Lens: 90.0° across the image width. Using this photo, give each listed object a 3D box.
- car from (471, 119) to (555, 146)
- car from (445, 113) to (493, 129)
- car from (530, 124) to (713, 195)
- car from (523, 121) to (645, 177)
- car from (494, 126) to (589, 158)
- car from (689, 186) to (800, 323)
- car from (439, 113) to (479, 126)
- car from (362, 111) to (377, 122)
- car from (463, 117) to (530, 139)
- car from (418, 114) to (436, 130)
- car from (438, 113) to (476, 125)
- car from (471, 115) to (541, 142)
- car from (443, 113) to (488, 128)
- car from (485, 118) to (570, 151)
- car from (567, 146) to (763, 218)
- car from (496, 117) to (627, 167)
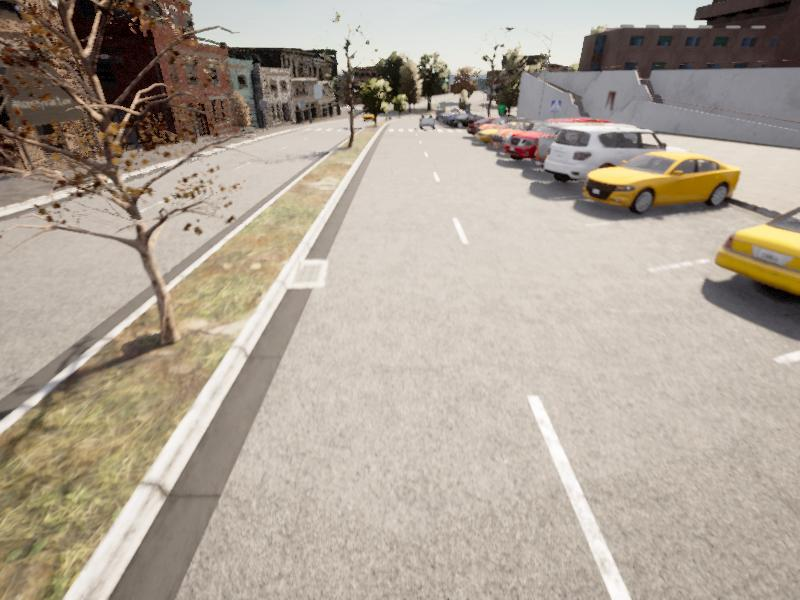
[{"bbox_3d":[7.903,-11.807,28.201,5.366,1.575,1.946,-8,28,-18],"label":"car"},{"bbox_3d":[8.084,-20.997,46.967,5.008,1.535,2.097,-8,27,-18],"label":"car"},{"bbox_3d":[8.101,-5.354,14.881,5.566,2.045,2.435,-8,28,-18],"label":"car"},{"bbox_3d":[7.968,-6.660,17.495,4.442,1.987,1.878,-8,29,-18],"label":"car"},{"bbox_3d":[8.076,-9.130,22.964,4.674,1.452,2.002,-8,28,-18],"label":"car"},{"bbox_3d":[8.241,-1.069,7.100,5.366,1.575,1.946,-9,29,-18],"label":"car"},{"bbox_3d":[8.117,-24.831,54.972,4.892,1.521,2.231,-7,27,-17],"label":"car"},{"bbox_3d":[-5.227,-31.468,68.566,1.882,1.535,5.008,2,26,2],"label":"car"},{"bbox_3d":[8.070,-14.478,33.599,5.008,1.535,2.097,-8,27,-18],"label":"car"},{"bbox_3d":[3.015,-20.176,45.205,1.845,1.501,3.633,0,26,0],"label":"car"},{"bbox_3d":[8.173,-26.105,57.642,4.892,1.521,2.231,-7,27,-17],"label":"car"},{"bbox_3d":[8.110,-13.274,30.884,4.553,1.767,2.185,-8,28,-18],"label":"car"},{"bbox_3d":[8.089,-22.279,49.637,5.008,1.535,2.097,-8,27,-18],"label":"car"},{"bbox_3d":[8.107,-10.617,25.558,4.553,1.767,2.185,-8,28,-18],"label":"car"},{"bbox_3d":[8.076,-3.765,12.334,5.008,1.535,2.097,-9,29,-18],"label":"car"},{"bbox_3d":[8.053,-8.041,20.162,5.566,2.045,2.435,-8,29,-18],"label":"car"}]
